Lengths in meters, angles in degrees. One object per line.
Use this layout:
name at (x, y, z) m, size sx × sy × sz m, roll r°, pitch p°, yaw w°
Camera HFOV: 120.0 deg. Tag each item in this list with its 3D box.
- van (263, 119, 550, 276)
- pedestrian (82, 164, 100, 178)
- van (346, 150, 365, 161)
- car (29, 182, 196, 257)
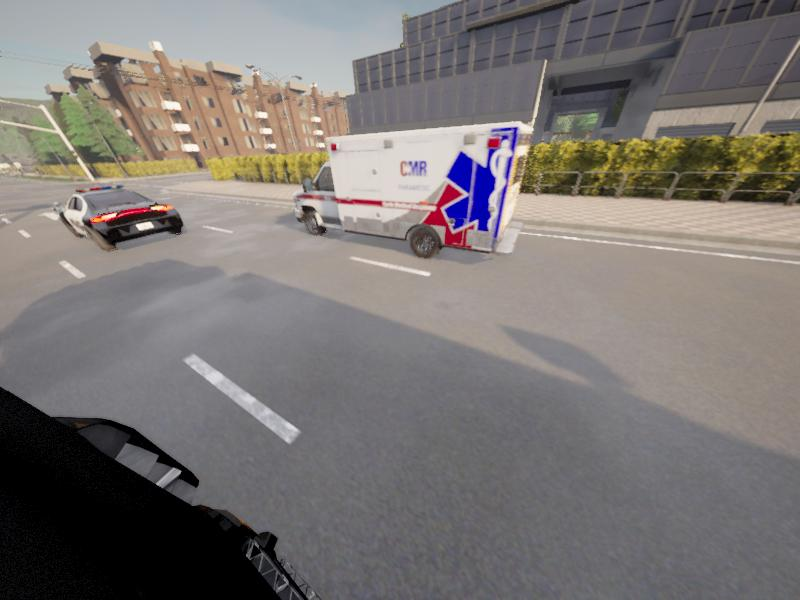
van at (-0.142, -2.837, 6.070) m, size 6.366 × 2.431 × 2.351 m, roll 16°, pitch 38°, yaw 26°
pedestrian at (-46.032, -19.193, 34.396) m, size 0.751 × 1.860 × 0.751 m, roll 15°, pitch 38°, yaw 25°
van at (-11.003, -35.996, 57.416) m, size 2.069 × 2.038 × 4.480 m, roll 16°, pitch 38°, yaw 26°
car at (-9.514, -2.899, 7.660) m, size 4.974 × 1.542 × 2.038 m, roll 15°, pitch 38°, yaw 26°
